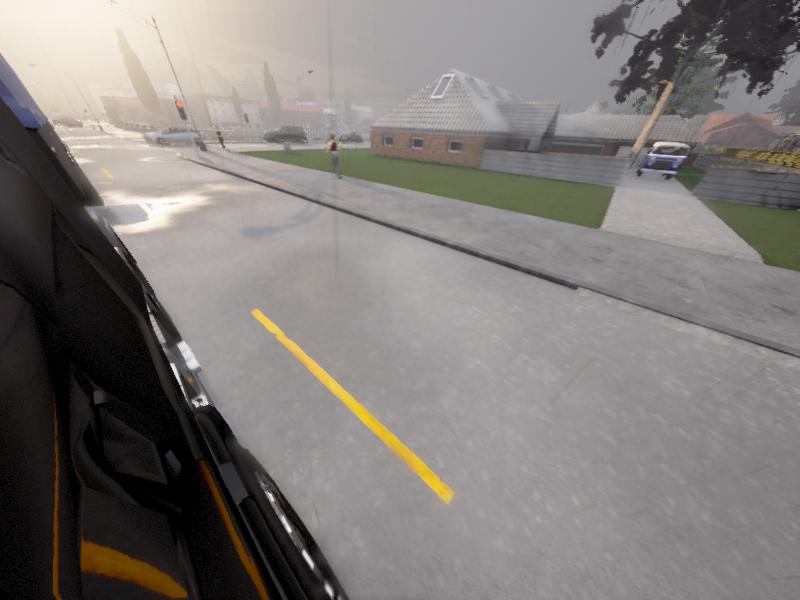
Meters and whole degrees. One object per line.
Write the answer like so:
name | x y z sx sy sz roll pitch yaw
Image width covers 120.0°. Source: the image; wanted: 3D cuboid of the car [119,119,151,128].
car | -69.429 -46.210 60.535 2.152 1.651 5.027 28 43 30

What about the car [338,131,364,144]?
car | -8.124 -27.094 38.596 1.851 1.617 3.988 28 43 30

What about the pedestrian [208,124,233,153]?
pedestrian | -14.529 -13.102 18.751 0.751 1.860 0.751 8 37 8

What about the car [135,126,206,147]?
car | -22.940 -16.525 23.346 2.007 1.525 4.514 21 40 23

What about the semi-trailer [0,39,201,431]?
semi-trailer | -8.701 -3.582 4.256 14.254 4.402 2.717 28 43 30

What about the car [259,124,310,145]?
car | -15.460 -22.308 31.251 2.150 2.045 5.566 28 43 30

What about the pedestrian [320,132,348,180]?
pedestrian | -3.079 -6.795 10.932 0.751 1.860 0.751 29 44 31

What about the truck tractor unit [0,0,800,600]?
truck tractor unit | -2.645 -0.295 0.352 6.516 4.208 3.053 28 44 30

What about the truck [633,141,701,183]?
truck | 17.917 -9.568 15.809 2.069 2.038 4.478 28 43 30

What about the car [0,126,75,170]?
car | -19.281 -8.128 12.173 5.008 1.535 1.882 31 45 33
